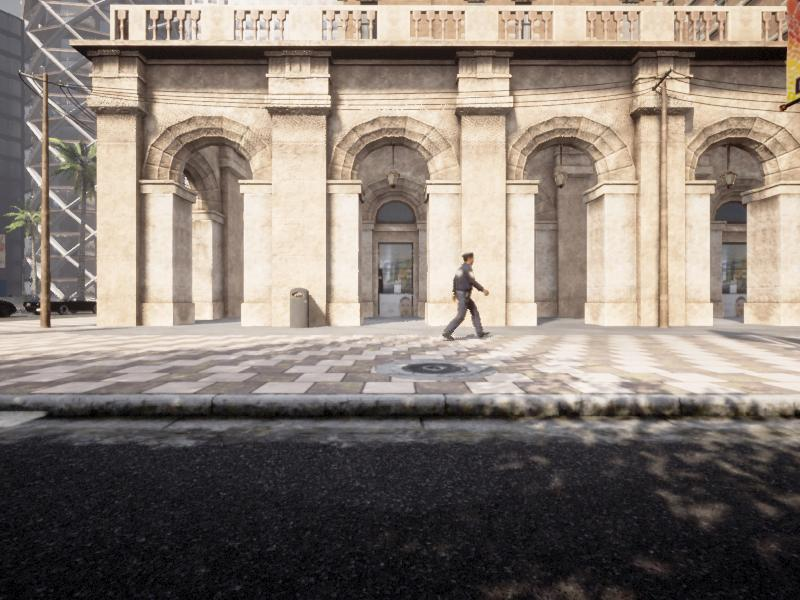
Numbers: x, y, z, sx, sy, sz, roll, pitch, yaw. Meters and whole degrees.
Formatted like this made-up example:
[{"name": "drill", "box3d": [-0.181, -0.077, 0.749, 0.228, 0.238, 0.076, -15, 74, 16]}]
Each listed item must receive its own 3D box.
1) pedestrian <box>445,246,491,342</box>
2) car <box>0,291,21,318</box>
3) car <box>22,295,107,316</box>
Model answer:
[{"name": "pedestrian", "box3d": [1.359, -0.115, 8.111, 0.751, 1.860, 0.751, 0, 0, -7]}, {"name": "car", "box3d": [-23.029, 0.251, 21.246, 1.816, 1.474, 4.193, 0, 0, 0]}, {"name": "car", "box3d": [-23.035, 0.340, 27.750, 1.895, 1.301, 4.718, 0, 0, 0]}]
